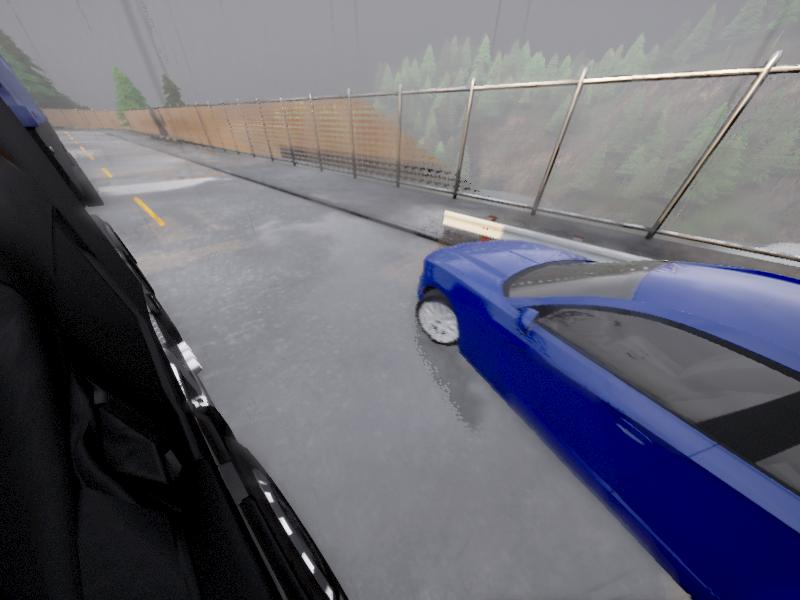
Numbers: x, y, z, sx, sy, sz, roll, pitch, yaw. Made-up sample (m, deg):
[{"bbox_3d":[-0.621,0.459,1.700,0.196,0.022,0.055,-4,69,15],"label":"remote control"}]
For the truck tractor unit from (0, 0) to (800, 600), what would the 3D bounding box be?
[{"bbox_3d":[-2.645,-0.295,0.352,6.516,4.208,3.053,28,44,30],"label":"truck tractor unit"}]

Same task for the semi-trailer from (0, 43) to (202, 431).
[{"bbox_3d":[-8.705,-3.578,4.254,14.254,4.402,2.717,28,44,30],"label":"semi-trailer"}]

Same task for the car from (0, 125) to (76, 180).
[{"bbox_3d":[-17.521,-7.075,10.839,5.238,1.638,1.930,28,44,30],"label":"car"}]

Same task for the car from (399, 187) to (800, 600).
[{"bbox_3d":[2.015,0.541,1.692,1.882,1.535,5.008,-15,40,-24],"label":"car"}]
